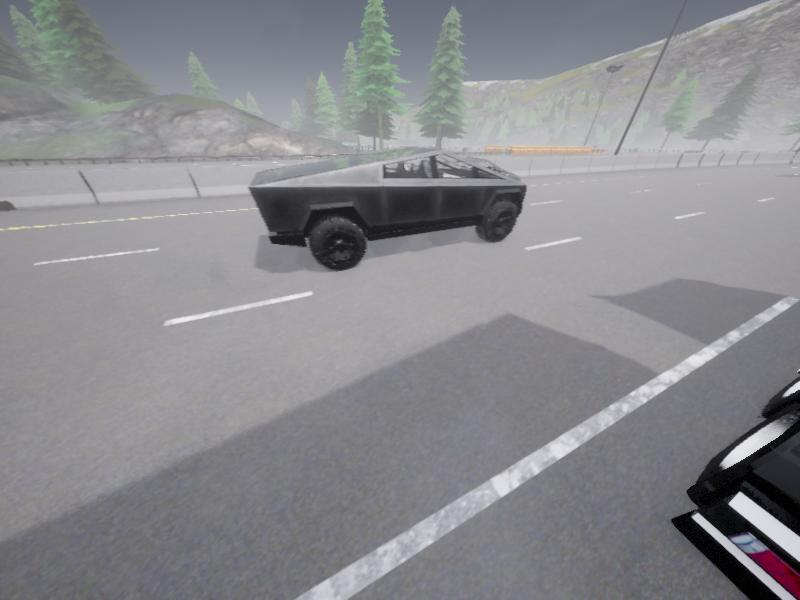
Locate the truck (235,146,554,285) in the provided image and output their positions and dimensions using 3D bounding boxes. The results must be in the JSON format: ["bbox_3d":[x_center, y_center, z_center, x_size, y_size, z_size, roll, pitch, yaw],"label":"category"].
[{"bbox_3d":[0.126,-2.492,5.698,6.274,2.098,2.390,-14,38,-19],"label":"truck"}]

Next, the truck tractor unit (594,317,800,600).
[{"bbox_3d":[5.199,-0.201,0.646,6.516,4.208,3.053,-14,38,-20],"label":"truck tractor unit"}]

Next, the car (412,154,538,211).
[{"bbox_3d":[3.115,-5.245,10.031,4.611,1.667,2.242,-14,38,-19],"label":"car"}]
